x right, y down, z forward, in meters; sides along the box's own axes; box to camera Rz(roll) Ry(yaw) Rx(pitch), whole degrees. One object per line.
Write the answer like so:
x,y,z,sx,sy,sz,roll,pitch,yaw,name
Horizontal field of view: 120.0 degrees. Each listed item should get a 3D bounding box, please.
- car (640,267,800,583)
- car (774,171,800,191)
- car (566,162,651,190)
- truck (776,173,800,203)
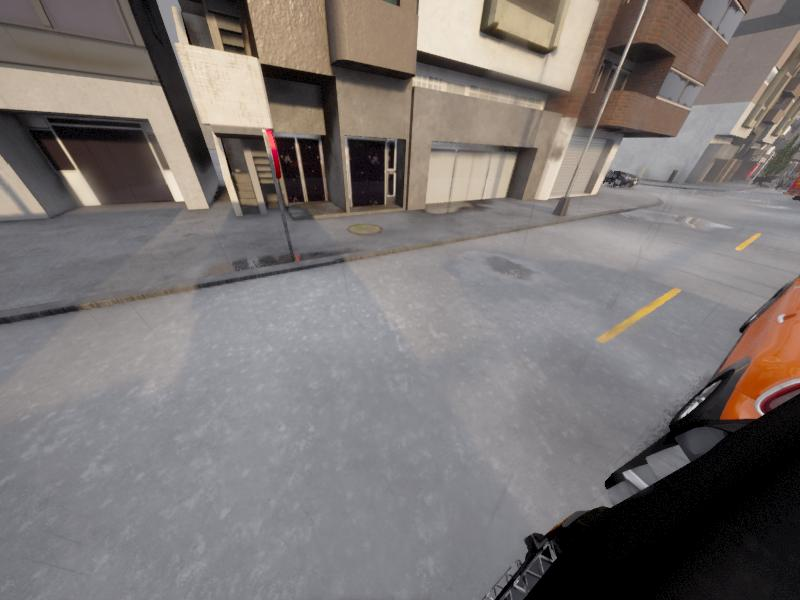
4.629,0.594,1.780,4.553,1.767,2.097,-16,38,-26,car
45.542,-13.617,26.299,4.553,1.767,2.097,-16,38,-26,car
18.316,-11.181,20.707,2.152,1.651,5.027,-13,37,-22,car
33.646,-8.820,16.332,8.468,3.827,2.891,-3,34,-9,truck
